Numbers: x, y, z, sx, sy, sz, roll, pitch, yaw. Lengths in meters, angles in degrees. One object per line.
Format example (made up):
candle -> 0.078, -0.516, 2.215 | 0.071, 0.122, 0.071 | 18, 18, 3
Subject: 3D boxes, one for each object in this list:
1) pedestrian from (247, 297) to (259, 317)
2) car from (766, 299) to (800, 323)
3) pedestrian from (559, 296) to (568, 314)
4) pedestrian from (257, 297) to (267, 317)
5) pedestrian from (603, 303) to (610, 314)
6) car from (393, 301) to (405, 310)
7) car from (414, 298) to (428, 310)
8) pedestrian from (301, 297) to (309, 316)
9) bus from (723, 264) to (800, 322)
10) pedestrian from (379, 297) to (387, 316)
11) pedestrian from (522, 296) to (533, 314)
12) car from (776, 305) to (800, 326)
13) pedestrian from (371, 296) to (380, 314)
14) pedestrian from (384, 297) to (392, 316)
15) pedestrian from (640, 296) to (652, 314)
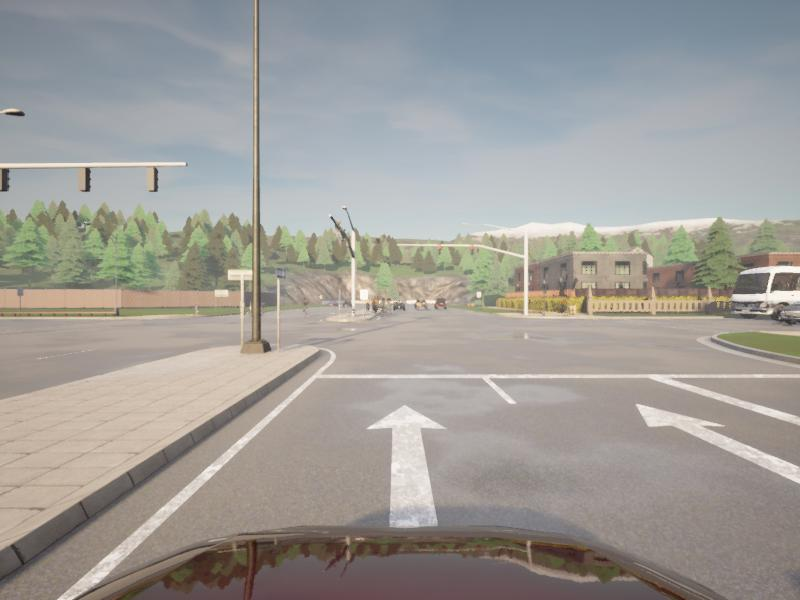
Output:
pedestrian -> -13.630, 0.637, 37.111 | 0.751, 1.860, 0.751 | 0, 0, 2
car -> 29.195, 0.756, 28.251 | 4.611, 1.667, 2.242 | 0, 0, -1
pedestrian -> 17.165, 0.485, 41.998 | 0.751, 1.860, 0.751 | 0, 0, 3
pedestrian -> -13.439, 0.675, 39.064 | 0.751, 1.860, 0.751 | 0, 0, -4
pedestrian -> 20.998, 0.865, 40.710 | 0.500, 1.100, 0.500 | 0, 0, -6
car -> -0.121, 0.854, 63.316 | 1.816, 1.474, 4.193 | 0, 0, 0
car -> 3.382, 0.646, 65.354 | 1.932, 1.855, 4.605 | 0, -1, -1
pedestrian -> -9.145, 0.637, 38.526 | 0.751, 1.860, 0.751 | 0, 0, -14
bus -> 32.308, -0.535, 31.670 | 10.273, 4.253, 3.944 | 0, 0, -1
pedestrian -> -1.667, 0.637, 39.101 | 0.751, 1.860, 0.751 | 0, 0, 4
pedestrian -> 13.114, 0.485, 41.047 | 0.751, 1.860, 0.751 | 0, 0, -19
car -> 26.486, 0.944, 24.720 | 4.718, 1.301, 1.895 | 0, 0, -1
pedestrian -> -2.544, 0.485, 41.552 | 0.751, 1.860, 0.751 | 0, 0, -12
pedestrian -> -1.190, 0.637, 39.730 | 0.751, 1.860, 0.751 | 0, 0, 3
pedestrian -> 25.723, 0.485, 41.805 | 0.751, 1.860, 0.751 | 0, 0, 0
